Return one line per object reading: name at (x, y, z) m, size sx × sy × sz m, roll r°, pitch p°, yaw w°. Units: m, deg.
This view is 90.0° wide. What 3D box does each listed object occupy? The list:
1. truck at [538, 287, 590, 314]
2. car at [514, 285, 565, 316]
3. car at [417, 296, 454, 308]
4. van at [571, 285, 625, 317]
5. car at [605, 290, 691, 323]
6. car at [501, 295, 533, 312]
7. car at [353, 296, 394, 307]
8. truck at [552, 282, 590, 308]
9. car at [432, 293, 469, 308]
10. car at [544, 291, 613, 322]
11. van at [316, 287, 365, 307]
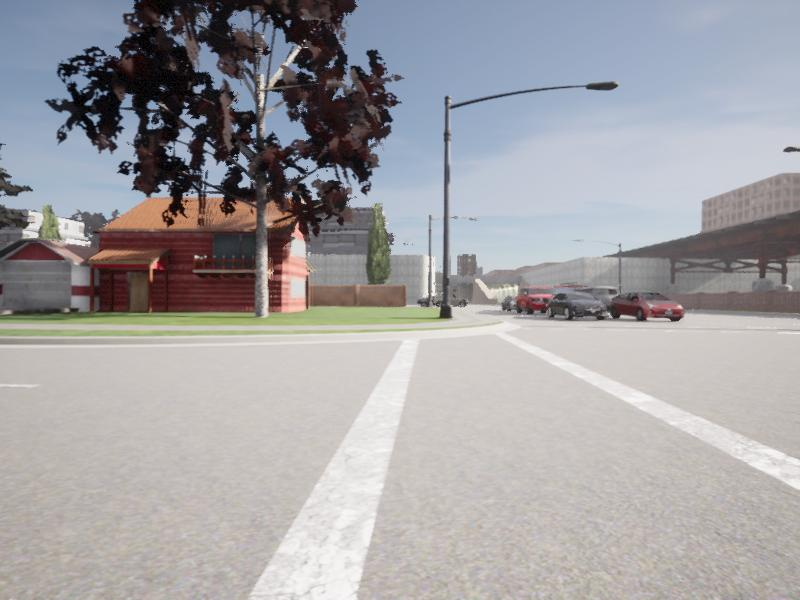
truck at (14.054, 0.020, 34.842) m, size 2.390 × 2.098 × 6.274 m, roll 0°, pitch 0°, yaw 5°
car at (10.129, 0.020, 29.487) m, size 2.150 × 2.045 × 5.566 m, roll 0°, pitch 0°, yaw 4°
car at (4.748, 0.224, 54.260) m, size 4.902 × 1.511 × 2.128 m, roll 0°, pitch 0°, yaw 4°
van at (13.457, 0.079, 27.490) m, size 1.775 × 1.987 × 4.442 m, roll 0°, pitch 0°, yaw 4°
car at (13.038, 0.311, 21.404) m, size 2.007 × 1.525 × 4.514 m, roll 0°, pitch 0°, yaw 4°
car at (10.499, 0.302, 36.223) m, size 1.970 × 1.475 × 3.806 m, roll 0°, pitch 0°, yaw 3°
car at (-3.626, 0.216, 54.780) m, size 5.357 × 1.411 × 2.033 m, roll 0°, pitch 0°, yaw 4°
truck at (26.381, -0.769, 62.223) m, size 2.891 × 3.827 × 8.468 m, roll 0°, pitch 0°, yaw 4°
car at (6.387, 0.061, 50.561) m, size 4.605 × 1.855 × 1.932 m, roll -1°, pitch -1°, yaw 7°
car at (9.559, 0.299, 21.872) m, size 1.837 × 1.490 × 4.892 m, roll 0°, pitch 0°, yaw 4°
van at (-7.613, -0.384, 51.506) m, size 5.915 × 2.561 × 1.988 m, roll 0°, pitch 0°, yaw 3°
